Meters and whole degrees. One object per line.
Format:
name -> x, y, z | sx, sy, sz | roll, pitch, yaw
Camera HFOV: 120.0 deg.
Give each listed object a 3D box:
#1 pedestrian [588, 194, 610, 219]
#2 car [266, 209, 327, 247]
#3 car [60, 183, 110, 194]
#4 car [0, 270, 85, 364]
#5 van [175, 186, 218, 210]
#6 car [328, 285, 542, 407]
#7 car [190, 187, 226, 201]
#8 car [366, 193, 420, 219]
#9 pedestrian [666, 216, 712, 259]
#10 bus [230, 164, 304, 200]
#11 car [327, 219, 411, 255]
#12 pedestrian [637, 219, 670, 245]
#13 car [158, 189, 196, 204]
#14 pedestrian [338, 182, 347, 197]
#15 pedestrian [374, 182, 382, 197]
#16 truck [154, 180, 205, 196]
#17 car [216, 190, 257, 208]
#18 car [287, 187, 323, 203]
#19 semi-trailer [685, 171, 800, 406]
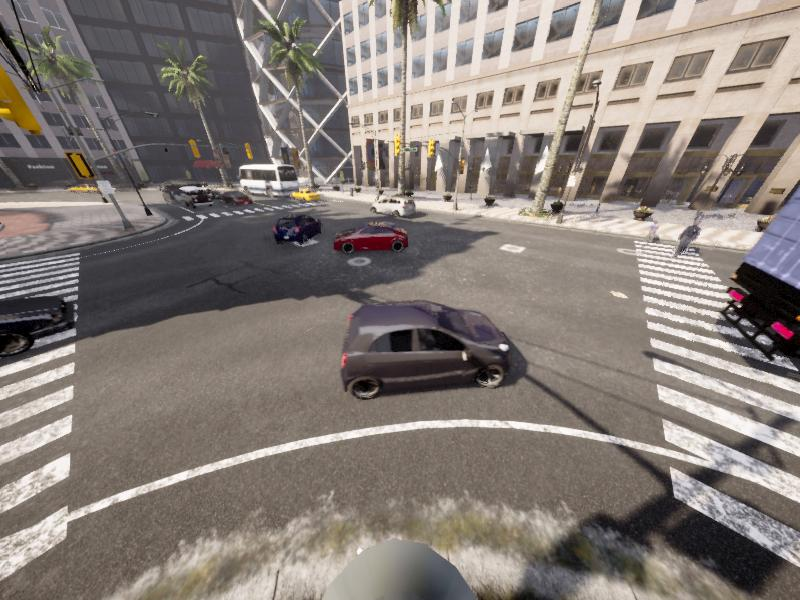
pedestrian -> 16.655, -7.828, 19.350 | 0.751, 1.860, 0.751 | 24, 38, 35
car -> -6.256, -4.636, 14.505 | 1.845, 1.501, 3.633 | 3, 30, 5
car -> -53.525, -19.029, 39.385 | 5.366, 1.575, 1.801 | 0, 30, 0
car -> -11.063, 1.111, 4.688 | 2.033, 1.411, 5.357 | 22, 37, 33
van -> -22.838, -11.492, 25.877 | 4.480, 2.038, 2.069 | 21, 36, 32
car -> 0.558, 0.845, 5.013 | 3.633, 1.501, 1.845 | -3, 30, -5
car -> -26.381, -14.588, 31.796 | 3.806, 1.475, 1.970 | 14, 33, 23
car -> -0.716, -8.976, 21.884 | 4.611, 1.667, 2.242 | 23, 37, 34
pedestrian -> 14.247, -3.083, 11.436 | 0.751, 1.860, 0.751 | -24, 38, -35
bus -> -19.806, -17.730, 34.468 | 10.273, 4.253, 3.944 | 17, 34, 26
car -> -1.586, -3.534, 12.758 | 4.181, 1.385, 1.994 | -2, 30, -4
pedestrian -> 14.933, -4.038, 13.651 | 0.751, 1.300, 0.751 | 18, 34, 28
car -> -28.288, -13.175, 29.296 | 3.633, 1.501, 1.845 | 14, 33, 23
pedestrian -> -8.335, -15.960, 33.436 | 0.751, 1.860, 0.751 | -21, 36, -32
pedestrian -> -3.173, -16.152, 33.768 | 0.751, 1.860, 0.751 | 22, 37, 33
truck -> -36.029, -18.434, 37.836 | 6.274, 2.098, 2.390 | 6, 30, 11
car -> -19.653, -12.252, 27.746 | 4.792, 1.488, 2.163 | 21, 36, 32
car -> -12.677, -14.022, 30.712 | 5.366, 1.575, 1.801 | 24, 38, 35
semi-trailer -> 13.742, 1.233, 1.442 | 14.254, 4.402, 2.717 | 18, 34, 27
